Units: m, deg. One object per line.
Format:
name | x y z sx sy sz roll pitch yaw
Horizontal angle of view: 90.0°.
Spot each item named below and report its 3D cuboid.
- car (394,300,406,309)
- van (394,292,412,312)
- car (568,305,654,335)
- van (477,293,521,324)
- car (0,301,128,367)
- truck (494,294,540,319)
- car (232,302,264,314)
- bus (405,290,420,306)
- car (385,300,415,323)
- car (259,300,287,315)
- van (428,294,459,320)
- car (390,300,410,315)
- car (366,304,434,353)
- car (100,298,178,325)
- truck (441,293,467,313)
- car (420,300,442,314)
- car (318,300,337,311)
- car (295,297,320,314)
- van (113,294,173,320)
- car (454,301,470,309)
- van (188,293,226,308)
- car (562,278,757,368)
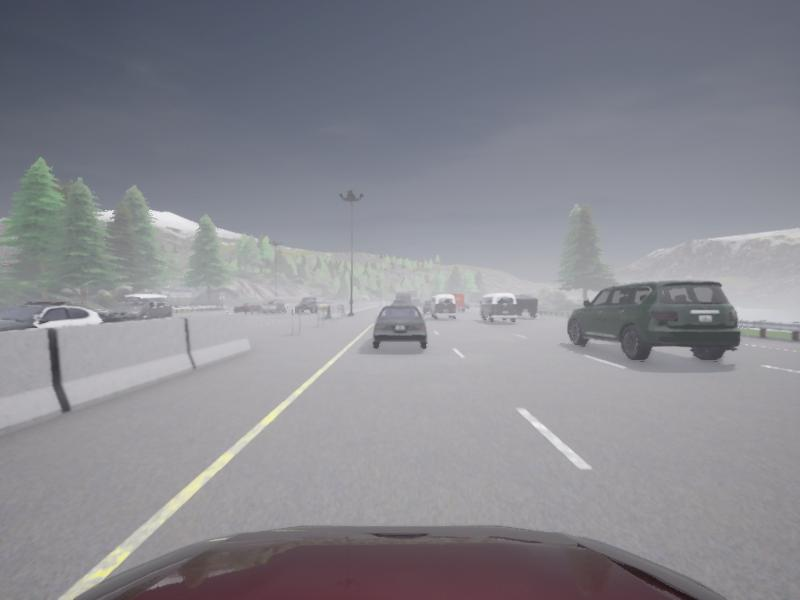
car | -0.001 0.784 68.049 2.007 1.525 4.514 0 0 0
van | 0.369 0.288 54.340 1.988 2.561 5.915 0 0 -5
car | 10.500 0.930 20.387 1.895 1.301 4.718 0 0 0
van | 7.000 0.552 28.702 2.069 2.038 4.480 0 0 0
car | -10.500 0.818 11.475 2.038 1.542 4.974 0 0 0
truck | 10.500 0.518 36.533 2.390 2.098 6.274 0 0 0
car | -17.501 0.914 46.343 1.895 1.301 4.718 0 0 0
bus | 3.376 -0.612 112.980 3.944 4.253 10.273 0 0 0
car | 0.001 0.806 29.660 2.038 1.542 4.974 0 0 0
car | -14.003 0.759 44.427 1.851 1.617 3.988 0 0 0
van | 3.582 0.554 33.581 2.069 2.038 4.480 0 1 -1
car | 0.001 0.795 43.923 2.038 1.542 4.974 0 0 0
car | 0.003 0.885 14.599 2.033 1.411 5.357 0 0 0
car | -17.482 0.739 27.123 2.242 1.667 4.611 0 0 0
truck | 7.016 0.333 52.749 2.627 2.467 5.204 0 1 0
car | 3.515 0.806 46.219 2.128 1.511 4.902 0 0 0
car | -10.502 0.763 57.992 1.801 1.575 5.366 0 0 0
car | -10.503 0.615 45.546 1.905 1.878 3.866 0 0 0
van | -20.997 0.554 32.951 2.069 2.038 4.480 0 -1 0
car | 10.499 0.899 68.129 1.895 1.301 4.718 0 0 0
van | -34.826 0.058 72.233 5.915 2.561 1.988 0 0 0
car | 7.001 0.555 11.844 2.150 2.045 5.566 0 -1 0
